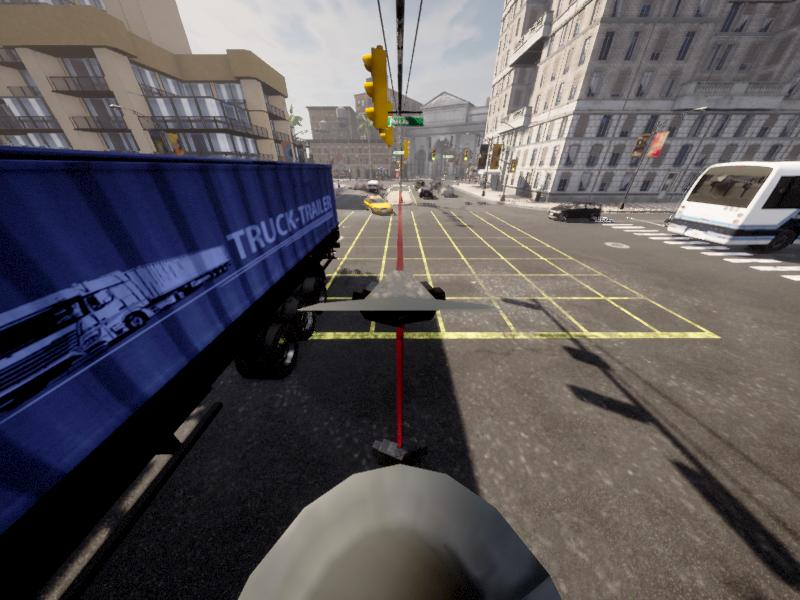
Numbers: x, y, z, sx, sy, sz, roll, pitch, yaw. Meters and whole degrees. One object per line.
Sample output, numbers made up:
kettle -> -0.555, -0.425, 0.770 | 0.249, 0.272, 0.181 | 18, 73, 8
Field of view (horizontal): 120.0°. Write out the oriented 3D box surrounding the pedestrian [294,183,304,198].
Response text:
pedestrian -> -14.379, -15.643, 32.886 | 0.751, 1.860, 0.751 | 1, 30, 2

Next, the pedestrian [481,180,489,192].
pedestrian -> 14.674, -19.751, 40.002 | 0.751, 1.860, 0.751 | -11, 32, -18

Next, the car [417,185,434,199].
car -> 3.815, -16.559, 35.149 | 2.038, 1.542, 4.974 | 0, 30, 0

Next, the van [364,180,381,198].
van -> -4.179, -17.417, 36.126 | 2.069, 2.038, 4.480 | 0, 30, 0

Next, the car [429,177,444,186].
car -> 9.131, -29.686, 57.777 | 2.033, 1.649, 4.856 | 16, 34, 25

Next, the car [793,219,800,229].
car -> 31.679, -5.683, 16.241 | 3.988, 1.617, 1.851 | 0, 30, 0

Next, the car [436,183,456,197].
car -> 7.321, -17.779, 37.178 | 2.152, 1.651, 5.027 | 0, 30, 0

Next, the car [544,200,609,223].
car -> 14.533, -7.386, 19.244 | 3.705, 1.549, 1.789 | 0, 30, 0

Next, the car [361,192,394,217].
car -> -2.385, -9.655, 23.146 | 1.801, 1.575, 5.366 | -11, 32, -18

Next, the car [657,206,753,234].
car -> 21.188, -5.646, 16.230 | 3.705, 1.549, 1.789 | 0, 30, 0

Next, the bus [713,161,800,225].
bus -> 33.929, -8.502, 18.508 | 10.273, 4.253, 3.944 | 2, 30, -1

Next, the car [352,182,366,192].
car -> -7.657, -21.521, 43.838 | 1.812, 1.442, 4.674 | 0, 30, 0

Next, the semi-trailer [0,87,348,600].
semi-trailer -> -3.702, 0.357, 2.970 | 2.717, 4.402, 14.254 | 0, 30, 0

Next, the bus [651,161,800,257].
bus -> 21.872, -5.120, 12.633 | 10.273, 4.253, 3.944 | -1, 30, 0

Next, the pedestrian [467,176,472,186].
pedestrian -> 16.112, -27.598, 53.593 | 0.751, 1.860, 0.751 | 1, 30, 2

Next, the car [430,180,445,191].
car -> 7.349, -22.995, 46.163 | 2.242, 1.667, 4.611 | 0, 30, 0

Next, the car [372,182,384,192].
car -> -4.157, -21.833, 44.377 | 1.812, 1.442, 4.674 | 0, 30, 0

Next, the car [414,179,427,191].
car -> 3.845, -21.975, 44.180 | 1.932, 1.855, 4.605 | 0, 29, 0
